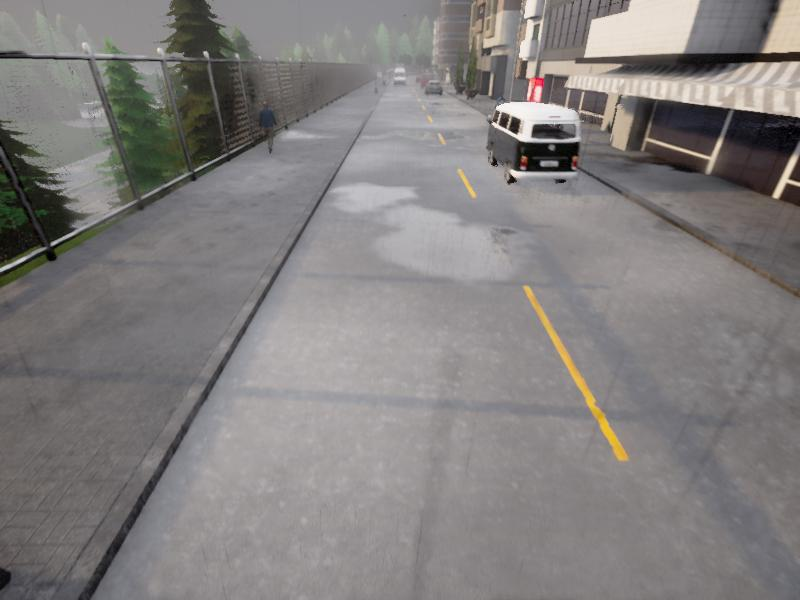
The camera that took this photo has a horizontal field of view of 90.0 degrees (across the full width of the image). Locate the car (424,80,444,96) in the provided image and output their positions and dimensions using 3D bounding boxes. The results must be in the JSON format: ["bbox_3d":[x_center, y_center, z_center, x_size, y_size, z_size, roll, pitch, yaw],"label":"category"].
[{"bbox_3d":[3.981,-25.098,47.316,1.970,1.475,3.806,0,30,0],"label":"car"}]

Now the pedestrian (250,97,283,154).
[{"bbox_3d":[-5.003,-6.572,15.091,0.751,1.860,0.751,-3,31,-6],"label":"pedestrian"}]

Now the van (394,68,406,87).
[{"bbox_3d":[-0.024,-37.094,66.680,1.988,2.561,5.915,0,30,0],"label":"van"}]

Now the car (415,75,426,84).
[{"bbox_3d":[4.072,-43.570,78.984,1.895,1.301,4.718,0,30,0],"label":"car"}]

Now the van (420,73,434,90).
[{"bbox_3d":[3.979,-32.603,59.608,1.775,1.987,4.442,0,30,0],"label":"van"}]

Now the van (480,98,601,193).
[{"bbox_3d":[3.995,-4.969,12.433,2.069,2.038,4.480,0,30,0],"label":"van"}]
